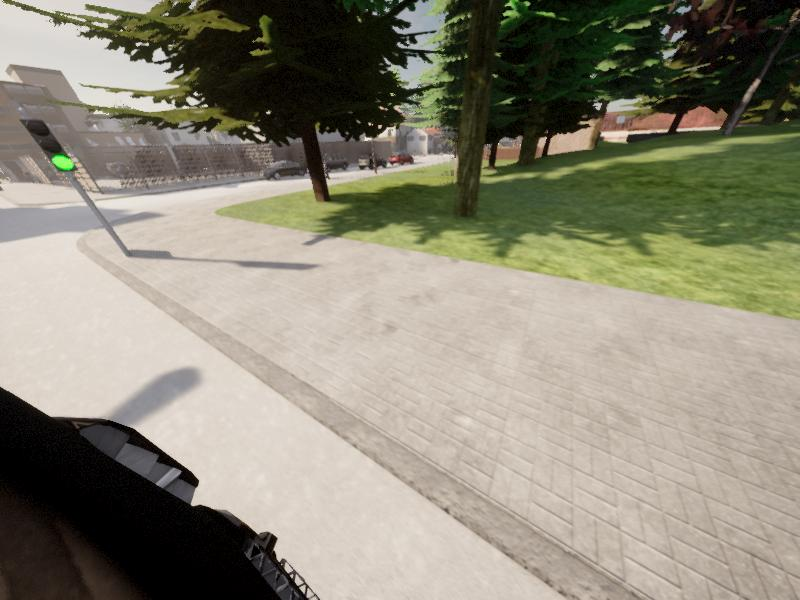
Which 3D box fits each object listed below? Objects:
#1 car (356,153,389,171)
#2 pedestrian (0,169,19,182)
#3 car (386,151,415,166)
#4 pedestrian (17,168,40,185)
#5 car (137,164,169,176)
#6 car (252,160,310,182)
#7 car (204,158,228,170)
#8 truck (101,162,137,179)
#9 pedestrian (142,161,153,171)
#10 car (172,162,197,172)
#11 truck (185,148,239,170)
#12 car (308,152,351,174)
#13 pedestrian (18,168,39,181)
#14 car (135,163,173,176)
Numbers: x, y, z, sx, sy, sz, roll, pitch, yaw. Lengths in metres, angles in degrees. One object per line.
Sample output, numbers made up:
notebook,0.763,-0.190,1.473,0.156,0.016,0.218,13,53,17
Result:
car,-3.307,-16.969,28.312,1.851,1.617,3.988,17,38,27
pedestrian,-66.199,-21.060,39.088,0.751,1.860,0.751,1,34,6
car,0.186,-20.102,32.818,2.007,1.525,4.514,16,38,26
pedestrian,-49.731,-16.522,30.942,0.751,1.860,0.751,19,39,30
car,-41.685,-21.943,38.961,5.357,1.415,2.033,17,38,27
car,-11.819,-13.173,23.392,1.837,1.490,4.892,16,38,27
car,-36.174,-26.828,45.446,3.866,1.878,1.905,17,38,27
truck,-43.893,-20.294,36.095,4.478,2.038,2.069,17,38,27
pedestrian,-56.430,-29.944,51.681,0.751,1.860,0.751,16,38,26
car,-39.613,-24.403,42.384,3.633,1.501,1.845,17,38,27
truck,-43.068,-32.556,53.376,2.891,3.827,8.468,17,38,27
car,-8.344,-16.567,27.871,1.932,1.855,4.605,16,38,27
pedestrian,-63.347,-21.414,39.390,0.751,1.860,0.751,-13,35,-14
car,-41.434,-22.074,39.007,1.789,1.547,3.705,17,38,27
